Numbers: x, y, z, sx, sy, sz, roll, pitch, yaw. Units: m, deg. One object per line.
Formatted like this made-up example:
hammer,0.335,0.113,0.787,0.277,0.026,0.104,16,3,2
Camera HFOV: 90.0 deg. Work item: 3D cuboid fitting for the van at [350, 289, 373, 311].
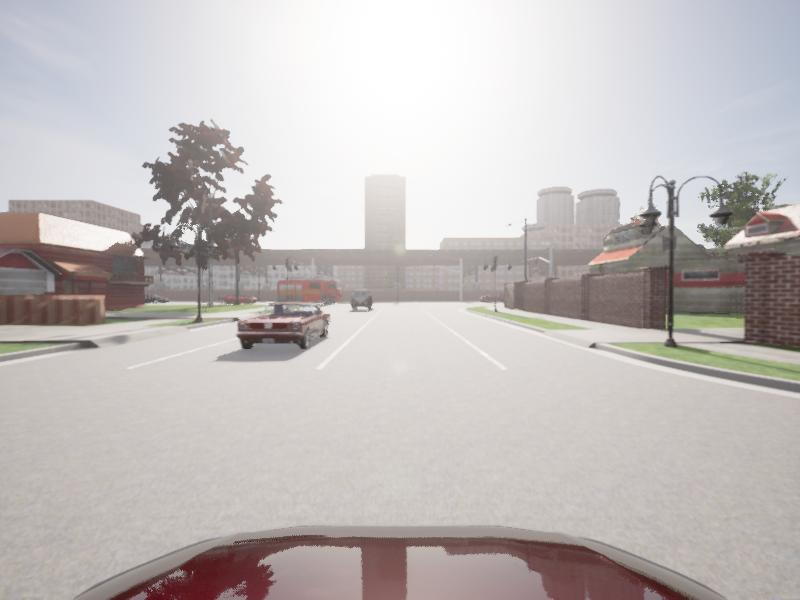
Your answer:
van,-3.510,-0.021,37.173,1.775,1.987,4.442,0,1,0

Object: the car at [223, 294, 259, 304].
car,-23.397,-0.181,59.038,4.514,1.525,2.007,0,1,2

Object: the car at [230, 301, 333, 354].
car,-3.499,0.732,12.834,1.895,1.301,4.718,0,1,0

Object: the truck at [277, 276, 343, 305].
truck,-12.294,-1.254,55.138,8.468,3.827,2.891,0,1,3

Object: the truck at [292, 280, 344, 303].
truck,-14.113,-1.494,69.297,8.468,3.827,2.891,0,1,1

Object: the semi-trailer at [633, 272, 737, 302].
semi-trailer,45.166,-2.087,63.642,14.254,4.402,2.717,-1,1,2

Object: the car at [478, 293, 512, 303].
car,15.339,-0.352,64.897,5.027,1.651,2.152,0,1,0
